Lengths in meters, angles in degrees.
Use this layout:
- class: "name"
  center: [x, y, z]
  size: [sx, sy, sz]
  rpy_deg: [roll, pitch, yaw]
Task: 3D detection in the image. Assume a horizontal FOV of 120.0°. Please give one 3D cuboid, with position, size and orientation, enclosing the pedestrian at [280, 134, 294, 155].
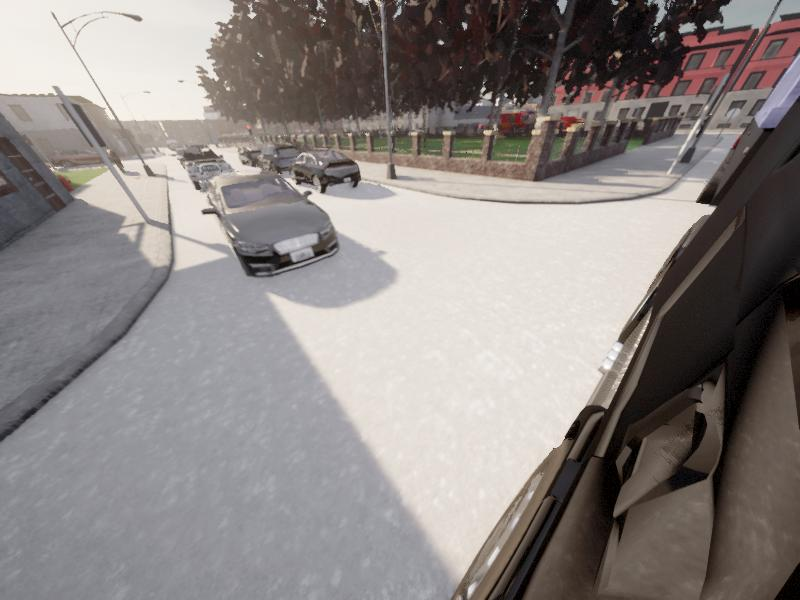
- class: "pedestrian"
  center: [-12.767, -17.579, 26.149]
  size: [0.751, 1.860, 0.751]
  rpy_deg: [-29, 44, -30]

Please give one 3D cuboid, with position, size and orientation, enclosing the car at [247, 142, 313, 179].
- class: "car"
  center: [-7.903, -9.226, 15.106]
  size: [2.033, 1.649, 4.856]
  rpy_deg: [-30, 44, -31]

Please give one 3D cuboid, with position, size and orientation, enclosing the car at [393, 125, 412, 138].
- class: "car"
  center: [0.757, -45.689, 62.599]
  size: [2.152, 1.651, 5.027]
  rpy_deg: [-29, 31, -31]

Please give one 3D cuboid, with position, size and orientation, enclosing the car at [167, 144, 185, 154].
- class: "car"
  center: [-43.299, -29.268, 44.633]
  size: [1.812, 1.442, 4.674]
  rpy_deg: [-28, 44, -30]

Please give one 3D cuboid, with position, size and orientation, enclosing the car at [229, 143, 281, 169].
- class: "car"
  center: [-12.264, -12.217, 19.472]
  size: [2.128, 1.511, 4.902]
  rpy_deg: [-30, 45, -32]

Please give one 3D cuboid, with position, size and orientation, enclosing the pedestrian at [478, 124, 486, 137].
- class: "pedestrian"
  center: [15.109, -31.296, 42.636]
  size: [0.751, 1.860, 0.751]
  rpy_deg: [-13, 38, -14]

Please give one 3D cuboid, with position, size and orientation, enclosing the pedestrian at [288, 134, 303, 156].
- class: "pedestrian"
  center: [-11.099, -16.424, 24.501]
  size: [0.751, 1.860, 0.751]
  rpy_deg: [-29, 44, -30]

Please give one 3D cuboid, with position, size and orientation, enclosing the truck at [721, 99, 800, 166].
- class: "truck"
  center: [19.736, -8.731, 11.973]
  size: [5.204, 2.467, 2.627]
  rpy_deg: [-28, 44, -31]

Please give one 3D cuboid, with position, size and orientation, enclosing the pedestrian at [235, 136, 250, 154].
- class: "pedestrian"
  center: [-20.197, -19.815, 29.611]
  size: [0.751, 1.860, 0.751]
  rpy_deg: [-29, 44, -30]

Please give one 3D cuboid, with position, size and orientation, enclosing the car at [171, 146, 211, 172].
- class: "car"
  center: [-18.089, -12.247, 19.904]
  size: [1.837, 1.490, 4.892]
  rpy_deg: [-28, 44, -30]

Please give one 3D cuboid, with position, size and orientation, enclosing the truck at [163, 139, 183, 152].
- class: "truck"
  center: [-50.871, -34.691, 51.805]
  size: [2.390, 2.098, 6.274]
  rpy_deg: [-28, 44, -30]

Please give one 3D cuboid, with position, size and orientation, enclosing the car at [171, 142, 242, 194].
- class: "car"
  center: [-10.531, -7.297, 12.487]
  size: [1.932, 1.855, 4.605]
  rpy_deg: [-28, 44, -29]

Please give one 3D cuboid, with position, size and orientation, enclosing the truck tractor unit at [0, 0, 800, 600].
- class: "truck tractor unit"
  center: [2.645, -0.295, 0.351]
  size: [6.516, 4.208, 3.053]
  rpy_deg: [-28, 44, -30]

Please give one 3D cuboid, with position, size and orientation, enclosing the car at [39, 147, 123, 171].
- class: "car"
  center: [-33.792, -15.232, 24.788]
  size: [4.856, 1.649, 2.033]
  rpy_deg: [-27, 43, -29]

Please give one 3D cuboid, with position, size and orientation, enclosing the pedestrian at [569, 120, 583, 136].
- class: "pedestrian"
  center: [25.091, -24.489, 32.916]
  size: [0.751, 1.860, 0.751]
  rpy_deg: [-28, 44, -30]

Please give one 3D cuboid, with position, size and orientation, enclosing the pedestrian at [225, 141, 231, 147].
- class: "pedestrian"
  center: [-37.115, -33.610, 49.731]
  size: [0.500, 1.100, 0.500]
  rpy_deg: [26, 45, 33]

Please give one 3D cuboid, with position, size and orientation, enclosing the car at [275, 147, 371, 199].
- class: "car"
  center: [-3.722, -6.144, 10.823]
  size: [2.128, 1.511, 4.902]
  rpy_deg: [-28, 44, -30]

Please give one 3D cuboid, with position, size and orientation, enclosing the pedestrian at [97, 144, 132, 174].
- class: "pedestrian"
  center: [-21.589, -10.688, 17.517]
  size: [0.751, 1.860, 0.751]
  rpy_deg: [-27, 43, -29]

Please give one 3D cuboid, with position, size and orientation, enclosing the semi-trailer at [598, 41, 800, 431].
- class: "semi-trailer"
  center: [8.685, -3.621, 4.231]
  size: [14.254, 4.402, 2.717]
  rpy_deg: [-28, 44, -30]

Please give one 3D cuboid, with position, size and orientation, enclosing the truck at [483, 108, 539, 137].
- class: "truck"
  center: [20.318, -32.871, 42.978]
  size: [2.891, 3.827, 8.468]
  rpy_deg: [-28, 44, -30]

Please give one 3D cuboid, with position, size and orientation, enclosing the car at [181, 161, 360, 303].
- class: "car"
  center: [-3.239, -2.074, 5.366]
  size: [2.128, 1.511, 4.902]
  rpy_deg: [-28, 43, -29]

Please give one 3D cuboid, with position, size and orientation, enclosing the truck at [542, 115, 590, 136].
- class: "truck"
  center: [26.646, -28.025, 37.234]
  size: [2.627, 2.467, 5.204]
  rpy_deg: [-29, 44, -30]
